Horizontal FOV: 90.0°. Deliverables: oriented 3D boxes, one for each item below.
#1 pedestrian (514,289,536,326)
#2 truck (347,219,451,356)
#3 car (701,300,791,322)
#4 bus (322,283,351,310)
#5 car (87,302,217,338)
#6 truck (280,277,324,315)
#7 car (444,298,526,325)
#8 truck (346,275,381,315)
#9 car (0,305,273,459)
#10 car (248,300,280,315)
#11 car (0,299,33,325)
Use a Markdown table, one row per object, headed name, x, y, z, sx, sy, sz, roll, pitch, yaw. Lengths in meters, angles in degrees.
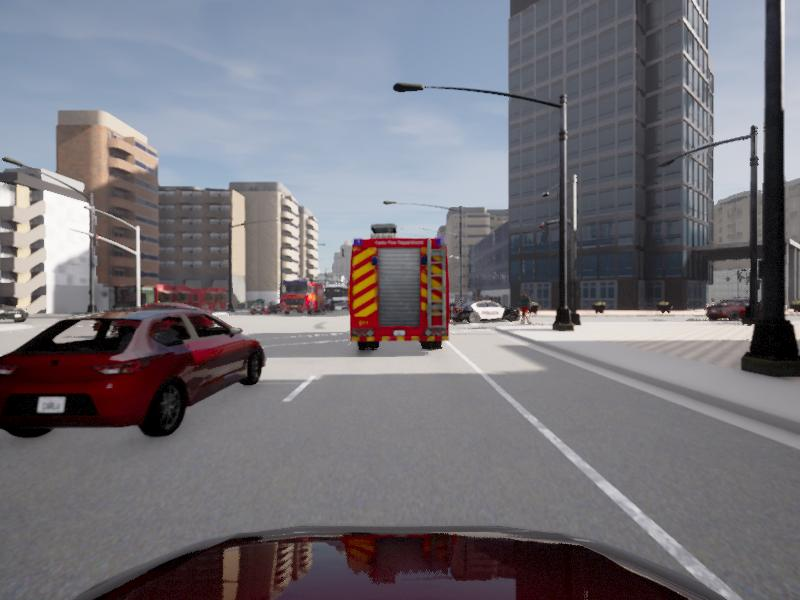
| name | x | y | z | sx | sy | sz | roll | pitch | yaw |
| --- | --- | --- | --- | --- | --- | --- | --- | --- | --- |
| pedestrian | 6.421 | 0.380 | 20.542 | 0.751 | 1.860 | 0.751 | -1 | 1 | -33 |
| truck | 0.011 | -0.370 | 15.439 | 2.891 | 3.827 | 8.468 | 0 | 0 | 1 |
| car | 22.640 | 0.688 | 26.304 | 4.181 | 1.385 | 1.994 | 0 | 0 | 0 |
| bus | -10.703 | -0.484 | 68.546 | 3.944 | 4.253 | 10.273 | 0 | 0 | -4 |
| car | -10.942 | 0.851 | 18.050 | 4.674 | 1.442 | 1.812 | 0 | -1 | -16 |
| truck | -10.621 | -0.416 | 44.377 | 2.891 | 3.827 | 8.468 | 0 | 0 | 0 |
| car | 5.525 | 0.690 | 25.901 | 4.974 | 1.542 | 2.038 | -1 | 2 | -25 |
| truck | -3.594 | -0.450 | 41.814 | 2.891 | 3.827 | 8.468 | 0 | 0 | 0 |
| car | -3.518 | 0.849 | 6.102 | 1.816 | 1.474 | 4.193 | 0 | 0 | 0 |
| car | -14.094 | 0.762 | 41.695 | 1.970 | 1.475 | 3.806 | 0 | 0 | 0 |
| car | -27.861 | 0.769 | 26.582 | 5.027 | 1.651 | 2.152 | 0 | 0 | 1 |
